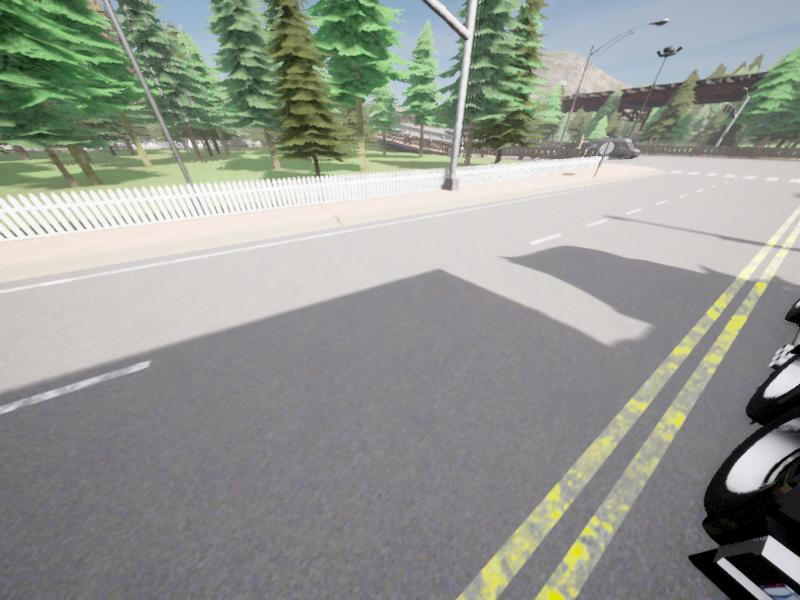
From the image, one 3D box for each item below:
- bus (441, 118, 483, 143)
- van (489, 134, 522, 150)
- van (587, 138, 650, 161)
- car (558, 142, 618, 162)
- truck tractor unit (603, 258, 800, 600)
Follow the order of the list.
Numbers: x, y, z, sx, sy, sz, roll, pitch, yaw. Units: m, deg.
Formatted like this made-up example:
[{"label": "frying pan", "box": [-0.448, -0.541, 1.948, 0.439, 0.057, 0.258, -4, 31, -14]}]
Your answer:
[{"label": "bus", "box": [16.240, -45.247, 61.480, 3.944, 4.253, 10.273, -20, 47, -27]}, {"label": "van", "box": [24.055, -36.473, 53.201, 2.351, 2.431, 6.366, -20, 44, -27]}, {"label": "van", "box": [31.576, -22.038, 33.692, 1.988, 2.561, 5.915, -20, 40, -27]}, {"label": "car", "box": [25.179, -20.107, 31.302, 2.150, 2.045, 5.566, -20, 39, -26]}, {"label": "truck tractor unit", "box": [5.098, -0.312, 0.802, 6.516, 4.208, 3.053, -19, 39, -25]}]
